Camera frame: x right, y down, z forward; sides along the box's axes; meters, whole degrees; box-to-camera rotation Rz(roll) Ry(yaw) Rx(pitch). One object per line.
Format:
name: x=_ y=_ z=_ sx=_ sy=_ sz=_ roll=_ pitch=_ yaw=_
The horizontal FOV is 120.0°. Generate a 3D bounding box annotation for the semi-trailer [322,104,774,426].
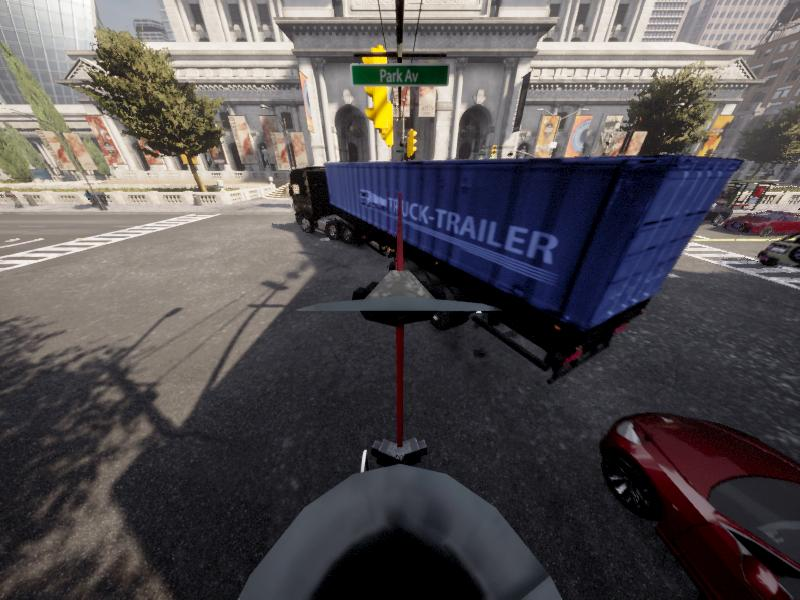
semi-trailer: x=0.284 y=-3.120 z=8.975 sx=2.717 sy=4.402 sz=14.254 roll=-15 pitch=33 yaw=-25

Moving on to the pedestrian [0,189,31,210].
pedestrian: x=-39.489 y=-10.329 z=23.682 sx=0.751 sy=1.860 sz=0.751 roll=0 pitch=30 yaw=-1

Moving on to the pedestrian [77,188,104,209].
pedestrian: x=-32.331 y=-10.612 z=24.173 sx=0.751 sy=1.860 sz=0.751 roll=3 pitch=30 yaw=5

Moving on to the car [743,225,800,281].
car: x=18.290 y=-1.973 z=9.543 sx=4.605 sy=1.855 sz=1.932 roll=-2 pitch=29 yaw=-3

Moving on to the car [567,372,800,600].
car: x=4.015 y=2.882 z=1.533 sx=2.163 sy=1.488 sz=4.792 roll=-1 pitch=30 yaw=-2

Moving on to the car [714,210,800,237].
car: x=25.158 y=-5.259 z=15.745 sx=4.181 sy=1.385 sz=1.994 roll=0 pitch=30 yaw=0

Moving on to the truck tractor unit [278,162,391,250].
truck tractor unit: x=-4.091 y=-6.256 z=14.623 sx=6.516 sy=4.208 sz=3.053 roll=22 pitch=36 yaw=33

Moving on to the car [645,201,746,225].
car: x=23.699 y=-7.073 z=18.746 sx=4.902 sy=1.511 sz=2.128 roll=0 pitch=30 yaw=0
